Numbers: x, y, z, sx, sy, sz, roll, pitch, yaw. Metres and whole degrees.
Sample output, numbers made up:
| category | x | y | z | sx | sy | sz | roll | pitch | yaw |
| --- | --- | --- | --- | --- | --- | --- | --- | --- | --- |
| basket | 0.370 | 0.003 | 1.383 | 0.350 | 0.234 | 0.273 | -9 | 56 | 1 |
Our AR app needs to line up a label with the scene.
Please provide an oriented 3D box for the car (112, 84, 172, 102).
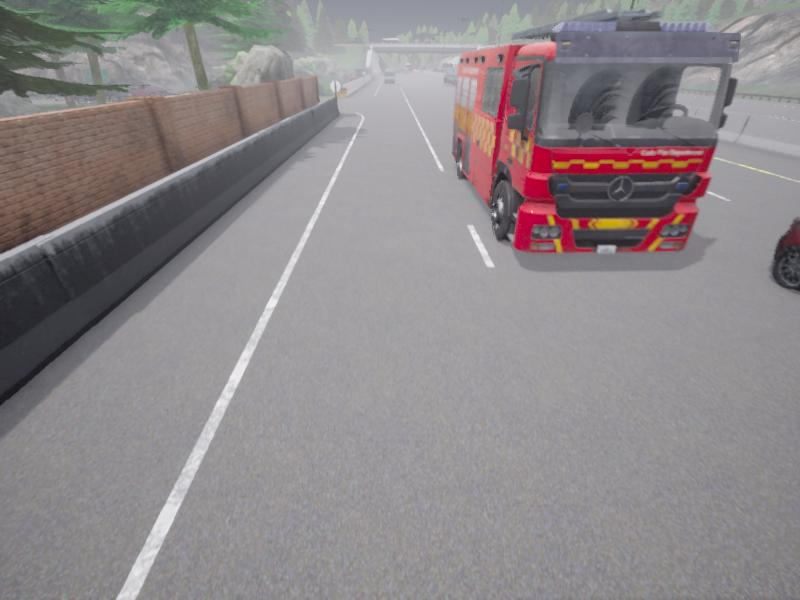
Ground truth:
| category | x | y | z | sx | sy | sz | roll | pitch | yaw |
| --- | --- | --- | --- | --- | --- | --- | --- | --- | --- |
| car | -24.590 | -19.861 | 38.309 | 4.181 | 1.385 | 1.994 | 0 | 30 | 0 |

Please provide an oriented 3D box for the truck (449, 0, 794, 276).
| category | x | y | z | sx | sy | sz | roll | pitch | yaw |
| --- | --- | --- | --- | --- | --- | --- | --- | --- | --- |
| truck | 3.235 | -4.204 | 9.372 | 2.891 | 3.827 | 8.468 | -1 | 30 | -1 |

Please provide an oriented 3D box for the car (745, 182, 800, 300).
| category | x | y | z | sx | sy | sz | roll | pitch | yaw |
| --- | --- | --- | --- | --- | --- | --- | --- | --- | --- |
| car | 6.884 | -0.122 | 4.706 | 1.816 | 1.474 | 4.193 | -1 | 30 | -1 |

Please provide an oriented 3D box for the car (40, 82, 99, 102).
| category | x | y | z | sx | sy | sz | roll | pitch | yaw |
| --- | --- | --- | --- | --- | --- | --- | --- | --- | --- |
| car | -31.461 | -19.883 | 38.200 | 3.705 | 1.549 | 1.789 | -1 | 30 | -1 |

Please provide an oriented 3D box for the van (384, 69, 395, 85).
| category | x | y | z | sx | sy | sz | roll | pitch | yaw |
| --- | --- | --- | --- | --- | --- | --- | --- | --- | --- |
| van | -1.960 | -41.649 | 74.634 | 1.988 | 2.561 | 5.915 | -1 | 31 | -1 |

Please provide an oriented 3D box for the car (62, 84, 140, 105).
| category | x | y | z | sx | sy | sz | roll | pitch | yaw |
| --- | --- | --- | --- | --- | --- | --- | --- | --- | --- |
| car | -26.245 | -18.138 | 35.234 | 4.902 | 1.511 | 2.128 | -1 | 30 | -1 |
